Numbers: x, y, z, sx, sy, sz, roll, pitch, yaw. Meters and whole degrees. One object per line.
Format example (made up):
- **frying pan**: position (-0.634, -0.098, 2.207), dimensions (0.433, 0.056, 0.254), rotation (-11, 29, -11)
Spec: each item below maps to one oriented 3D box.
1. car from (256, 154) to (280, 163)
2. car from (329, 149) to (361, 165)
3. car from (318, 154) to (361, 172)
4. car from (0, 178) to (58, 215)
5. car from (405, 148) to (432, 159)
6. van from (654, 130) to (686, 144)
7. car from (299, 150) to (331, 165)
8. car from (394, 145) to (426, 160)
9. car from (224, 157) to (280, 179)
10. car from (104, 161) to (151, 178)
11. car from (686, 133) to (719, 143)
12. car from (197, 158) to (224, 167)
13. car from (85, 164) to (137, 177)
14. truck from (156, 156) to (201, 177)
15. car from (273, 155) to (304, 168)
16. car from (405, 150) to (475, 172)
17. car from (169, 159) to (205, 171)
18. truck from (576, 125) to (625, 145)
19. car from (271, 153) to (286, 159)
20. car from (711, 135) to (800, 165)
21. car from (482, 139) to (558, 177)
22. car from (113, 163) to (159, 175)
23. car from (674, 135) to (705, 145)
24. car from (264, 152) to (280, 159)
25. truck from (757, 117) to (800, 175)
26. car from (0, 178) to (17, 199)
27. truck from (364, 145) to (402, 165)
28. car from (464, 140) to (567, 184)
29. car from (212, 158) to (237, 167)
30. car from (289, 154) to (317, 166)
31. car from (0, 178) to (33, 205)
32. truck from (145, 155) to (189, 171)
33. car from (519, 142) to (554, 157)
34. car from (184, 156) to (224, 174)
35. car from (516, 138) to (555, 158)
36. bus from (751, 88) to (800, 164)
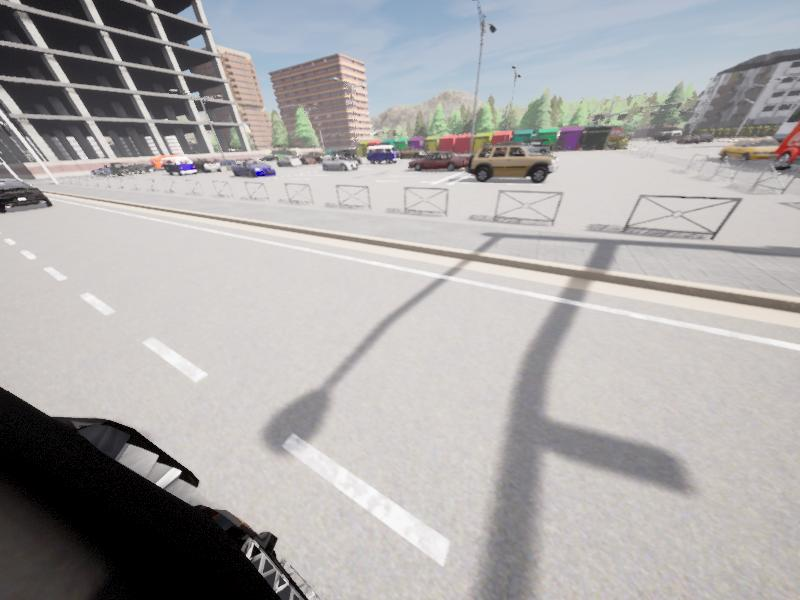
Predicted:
- **car**: position (-33.955, -36.365, 59.382), dimensions (1.882, 1.535, 5.008), rotation (15, 38, 24)
- **car**: position (-7.840, -20.507, 33.156), dimensions (3.866, 1.878, 1.905), rotation (15, 38, 25)
- **car**: position (-6.344, -14.412, 24.381), dimensions (3.806, 1.475, 1.970), rotation (15, 38, 25)
- **car**: position (-23.345, -6.350, 13.882), dimensions (5.008, 1.535, 1.882), rotation (15, 38, 24)
- **car**: position (3.084, -24.483, 38.576), dimensions (3.905, 1.438, 1.784), rotation (15, 38, 25)
- **van**: position (55.284, -33.393, 47.412), dimensions (2.069, 2.038, 4.480), rotation (7, 35, 15)
- **car**: position (-14.231, -23.907, 38.734), dimensions (4.605, 1.855, 1.932), rotation (15, 38, 25)
- **car**: position (1.635, -23.203, 36.407), dimensions (4.605, 1.855, 1.932), rotation (15, 38, 25)
- **car**: position (-14.681, -13.122, 23.000), dimensions (4.611, 1.667, 2.242), rotation (15, 38, 25)
- **car**: position (-41.572, -20.025, 35.322), dimensions (1.905, 1.878, 3.866), rotation (15, 38, 24)
- **car**: position (56.819, -30.467, 43.488), dimensions (2.033, 1.411, 5.357), rotation (16, 38, 26)
- **car**: position (-42.691, -31.042, 52.198), dimensions (1.816, 1.474, 4.193), rotation (15, 38, 24)
- **car**: position (-50.391, -22.741, 40.434), dimensions (2.033, 1.411, 5.357), rotation (15, 38, 24)
- **truck**: position (-27.903, -16.848, 29.144), dimensions (4.478, 2.038, 2.069), rotation (15, 38, 25)
- **car**: position (-16.841, -20.865, 34.846), dimensions (3.806, 1.475, 1.970), rotation (15, 38, 25)
- **car**: position (3.336, -11.848, 19.765), dimensions (5.357, 1.415, 2.033), rotation (15, 38, 25)
- **car**: position (-42.554, -27.081, 46.237), dimensions (2.242, 1.667, 4.611), rotation (15, 38, 24)
- **truck**: position (51.387, -42.389, 59.520), dimensions (8.468, 3.827, 2.891), rotation (23, 42, 33)
- **car**: position (-41.940, -49.921, 79.985), dimensions (1.851, 1.617, 3.988), rotation (15, 38, 25)
- **car**: position (25.521, -10.869, 16.642), dimensions (1.801, 1.575, 5.366), rotation (16, 38, 26)
- **car**: position (7.680, -9.159, 14.989), dimensions (3.866, 1.878, 1.905), rotation (15, 38, 25)
- **car**: position (-46.247, -23.083, 40.601), dimensions (1.837, 1.490, 4.892), rotation (15, 38, 24)
- **car**: position (50.524, -28.008, 40.430), dimensions (1.895, 1.301, 4.718), rotation (16, 38, 26)
- **car**: position (-45.561, -51.444, 82.244), dimensions (1.932, 1.855, 4.605), rotation (15, 38, 25)
- **truck**: position (21.787, -7.505, 11.129), dimensions (2.627, 2.467, 5.204), rotation (16, 38, 26)
- **car**: position (-35.420, -9.475, 19.644), dimensions (5.357, 1.411, 2.033), rotation (15, 38, 25)
- **truck**: position (-2.243, -19.101, 30.435), dimensions (4.478, 2.038, 2.069), rotation (15, 38, 25)
- **car**: position (6.250, -7.706, 12.933), dimensions (4.605, 1.855, 1.932), rotation (15, 38, 25)
- **car**: position (-39.118, -30.727, 51.525), dimensions (1.970, 1.475, 3.806), rotation (15, 38, 24)
- **car**: position (-15.459, -22.359, 36.905), dimensions (3.905, 1.438, 1.784), rotation (15, 38, 25)
- **car**: position (-29.039, -7.809, 16.601), dimensions (4.674, 1.442, 1.812), rotation (15, 38, 25)
- **truck**: position (-46.430, -27.442, 46.245), dimensions (2.627, 2.467, 5.204), rotation (15, 38, 24)
- **car**: position (18.422, -20.386, 31.290), dimensions (3.806, 1.475, 1.970), rotation (15, 38, 25)
- **car**: position (-26.577, -18.254, 31.303), dimensions (4.605, 1.855, 1.932), rotation (15, 38, 25)
- **car**: position (17.019, -19.119, 29.084), dimensions (3.866, 1.878, 1.905), rotation (15, 38, 25)
- **bus**: position (27.878, -10.366, 13.303), dimensions (3.944, 4.253, 10.273), rotation (16, 38, 26)
